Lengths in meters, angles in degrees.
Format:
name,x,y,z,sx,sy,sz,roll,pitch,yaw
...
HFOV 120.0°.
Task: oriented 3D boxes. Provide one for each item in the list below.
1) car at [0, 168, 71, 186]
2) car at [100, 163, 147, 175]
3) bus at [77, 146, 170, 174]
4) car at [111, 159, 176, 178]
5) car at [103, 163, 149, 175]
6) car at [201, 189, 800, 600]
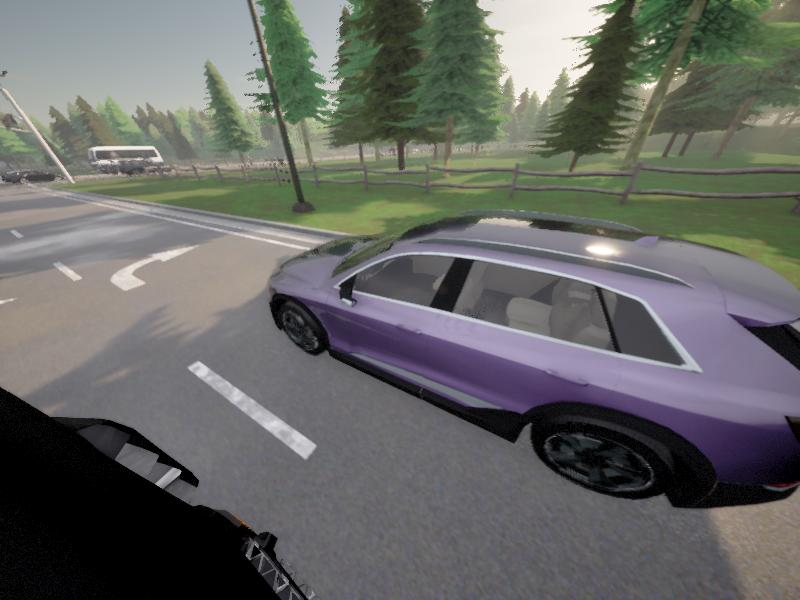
name,x,y,z,sx,sy,sz,roll,pitch,yaw
car,-46.952,-15.877,29.676,1.837,1.490,4.892,6,34,14
car,-51.732,-24.670,43.394,2.033,1.411,5.357,15,37,25
bus,-53.749,-27.700,45.521,3.944,4.253,10.273,15,37,25
car,-36.997,-19.194,33.559,2.150,2.045,5.566,17,38,26
car,-48.989,-23.539,41.411,1.837,1.490,4.892,15,38,25
car,0.551,-0.079,2.578,4.856,1.649,2.033,16,38,25
